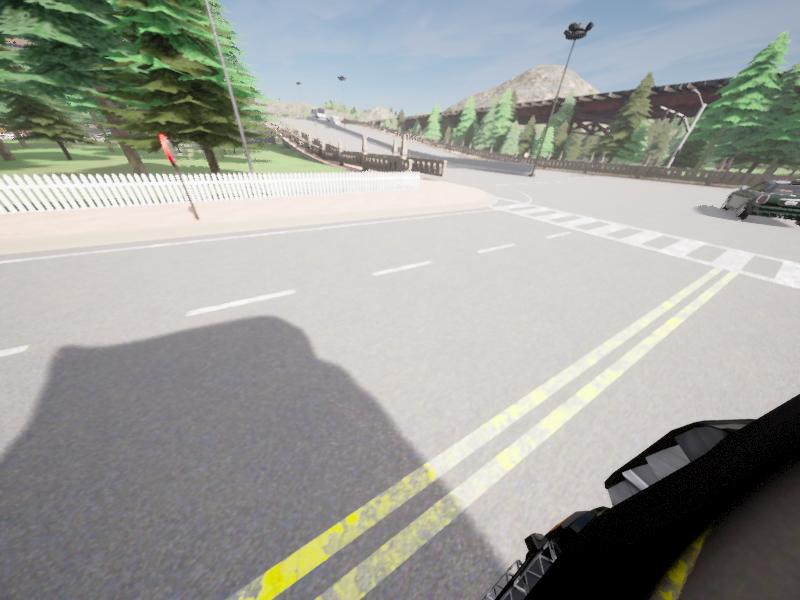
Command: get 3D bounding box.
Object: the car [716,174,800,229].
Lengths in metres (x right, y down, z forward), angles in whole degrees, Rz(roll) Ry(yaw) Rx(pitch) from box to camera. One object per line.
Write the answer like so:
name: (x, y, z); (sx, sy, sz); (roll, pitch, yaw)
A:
car: (18.387, -5.014, 11.413); (2.097, 1.767, 4.553); (27, 40, 32)

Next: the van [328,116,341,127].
van: (-22.901, -62.202, 80.324); (2.351, 2.431, 6.366); (-17, 45, -27)
